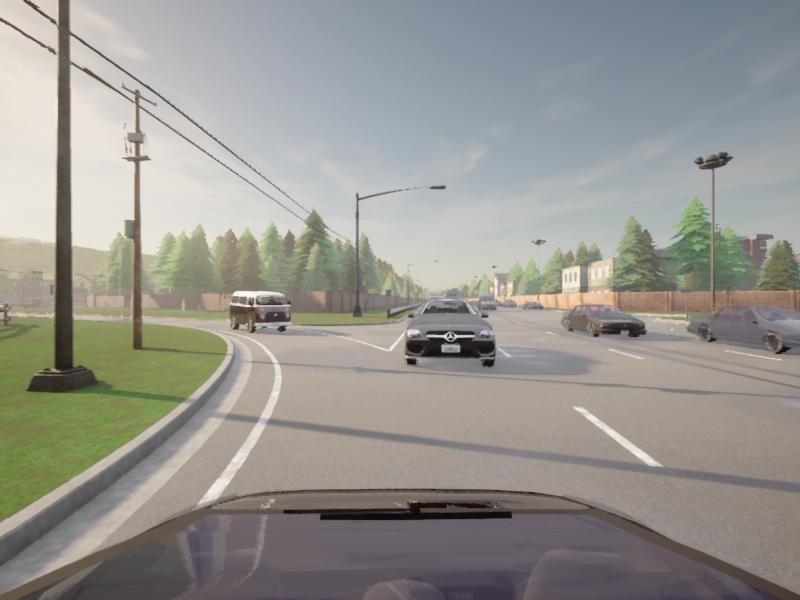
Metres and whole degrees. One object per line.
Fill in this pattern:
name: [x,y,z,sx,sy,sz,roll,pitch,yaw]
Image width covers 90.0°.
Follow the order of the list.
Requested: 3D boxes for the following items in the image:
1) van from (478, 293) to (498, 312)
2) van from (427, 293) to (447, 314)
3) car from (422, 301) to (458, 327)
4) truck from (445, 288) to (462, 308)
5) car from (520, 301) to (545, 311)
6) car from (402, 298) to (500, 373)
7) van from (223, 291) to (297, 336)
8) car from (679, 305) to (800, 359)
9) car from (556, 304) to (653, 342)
van: [12.122,0.322,55.648,1.988,2.561,5.915,0,0,5]
van: [4.659,0.380,50.476,2.351,2.431,6.366,0,0,5]
car: [2.627,0.852,26.545,2.163,1.488,4.792,0,0,5]
truck: [10.732,-0.323,80.665,2.891,3.827,8.468,0,0,5]
car: [19.676,0.893,59.538,2.033,1.411,5.357,0,0,1]
car: [1.335,0.781,11.331,2.152,1.651,5.027,0,0,5]
van: [-7.192,0.565,20.268,2.069,2.038,4.480,0,1,-40]
car: [12.048,0.893,13.395,2.033,1.411,5.357,0,0,5]
car: [8.938,0.893,18.140,2.033,1.411,5.357,0,0,5]
